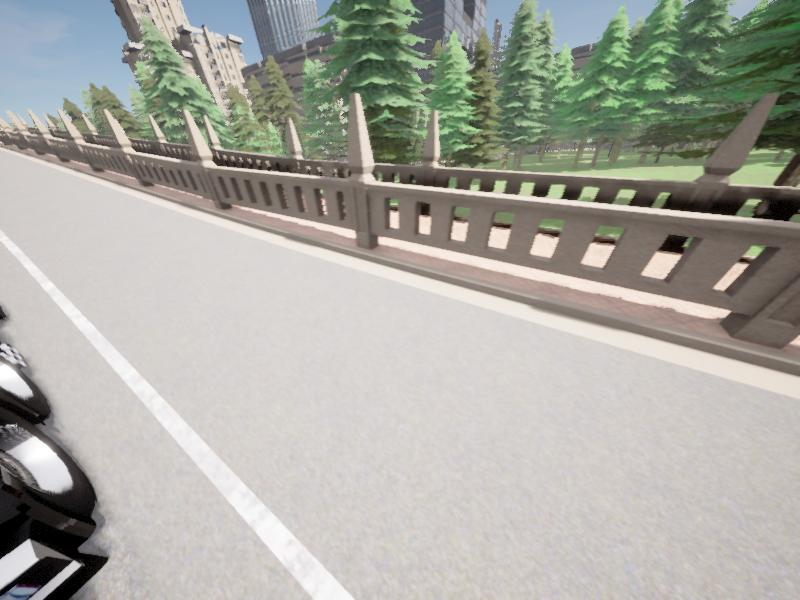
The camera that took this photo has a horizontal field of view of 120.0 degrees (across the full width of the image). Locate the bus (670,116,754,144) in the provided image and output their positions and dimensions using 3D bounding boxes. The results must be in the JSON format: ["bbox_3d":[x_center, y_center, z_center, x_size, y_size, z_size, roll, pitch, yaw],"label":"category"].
[{"bbox_3d":[72.221,-39.522,54.168,10.273,4.253,3.944,15,37,27],"label":"bus"}]

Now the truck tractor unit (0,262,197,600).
[{"bbox_3d":[-5.090,-0.326,0.765,6.516,4.208,3.053,19,39,24],"label":"truck tractor unit"}]
